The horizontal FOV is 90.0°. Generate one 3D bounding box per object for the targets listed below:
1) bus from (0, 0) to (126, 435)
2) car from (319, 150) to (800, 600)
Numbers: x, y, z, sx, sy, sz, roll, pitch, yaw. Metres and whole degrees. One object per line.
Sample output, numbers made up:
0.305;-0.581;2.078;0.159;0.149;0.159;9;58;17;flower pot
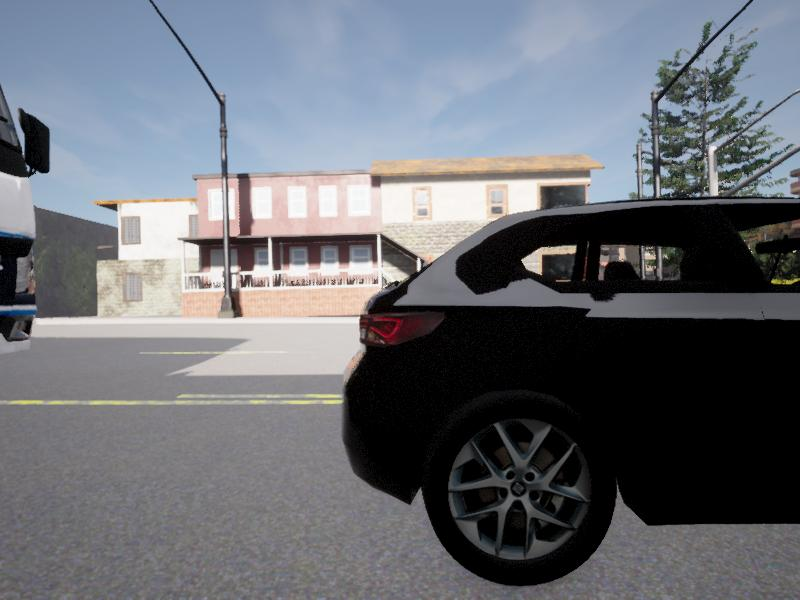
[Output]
-8.083;-1.129;2.329;10.273;4.253;3.944;0;0;0;bus
1.836;0.251;2.202;4.193;1.474;1.816;0;0;0;car
